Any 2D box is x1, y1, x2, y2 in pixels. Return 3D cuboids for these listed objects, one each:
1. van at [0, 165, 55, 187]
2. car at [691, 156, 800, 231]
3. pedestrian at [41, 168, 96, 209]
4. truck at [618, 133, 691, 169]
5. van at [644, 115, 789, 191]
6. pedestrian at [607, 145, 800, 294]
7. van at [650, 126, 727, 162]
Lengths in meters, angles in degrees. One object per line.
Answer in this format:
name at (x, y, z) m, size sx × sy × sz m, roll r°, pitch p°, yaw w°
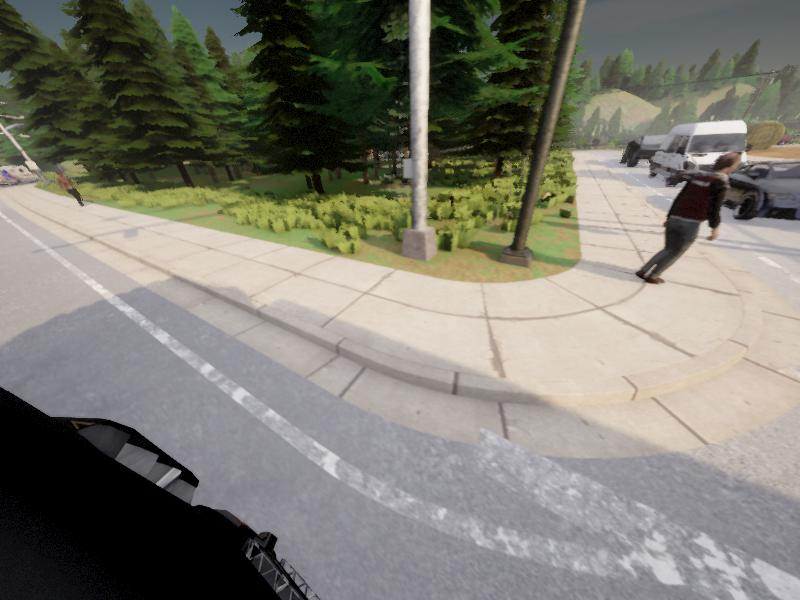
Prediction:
van at (-57.288, -18.608, 34.517) m, size 2.351 × 2.431 × 6.366 m, roll -9°, pitch 34°, yaw -9°
car at (11.259, -3.304, 6.837) m, size 1.994 × 1.385 × 4.181 m, roll 16°, pitch 38°, yaw 27°
pedestrian at (-17.803, -6.000, 12.463) m, size 0.751 × 1.860 × 0.751 m, roll 11°, pitch 36°, yaw 20°
truck at (20.289, -12.219, 18.898) m, size 2.390 × 2.098 × 6.274 m, roll 17°, pitch 38°, yaw 27°
van at (15.090, -7.477, 11.764) m, size 1.988 × 2.561 × 5.915 m, roll 16°, pitch 38°, yaw 27°
pedestrian at (4.013, -1.069, 3.289) m, size 0.751 × 1.860 × 0.751 m, roll 0°, pitch 34°, yaw 5°
van at (26.483, -14.556, 21.623) m, size 2.351 × 2.431 × 6.366 m, roll 16°, pitch 38°, yaw 27°
